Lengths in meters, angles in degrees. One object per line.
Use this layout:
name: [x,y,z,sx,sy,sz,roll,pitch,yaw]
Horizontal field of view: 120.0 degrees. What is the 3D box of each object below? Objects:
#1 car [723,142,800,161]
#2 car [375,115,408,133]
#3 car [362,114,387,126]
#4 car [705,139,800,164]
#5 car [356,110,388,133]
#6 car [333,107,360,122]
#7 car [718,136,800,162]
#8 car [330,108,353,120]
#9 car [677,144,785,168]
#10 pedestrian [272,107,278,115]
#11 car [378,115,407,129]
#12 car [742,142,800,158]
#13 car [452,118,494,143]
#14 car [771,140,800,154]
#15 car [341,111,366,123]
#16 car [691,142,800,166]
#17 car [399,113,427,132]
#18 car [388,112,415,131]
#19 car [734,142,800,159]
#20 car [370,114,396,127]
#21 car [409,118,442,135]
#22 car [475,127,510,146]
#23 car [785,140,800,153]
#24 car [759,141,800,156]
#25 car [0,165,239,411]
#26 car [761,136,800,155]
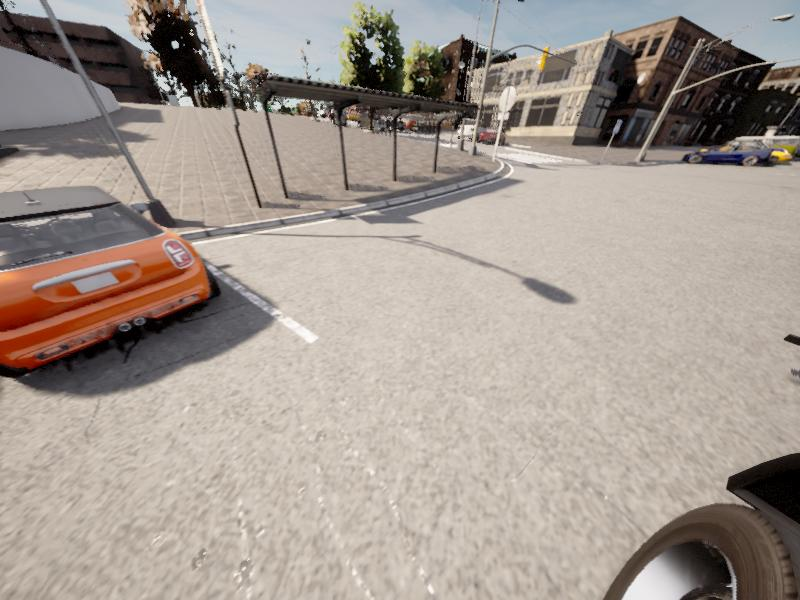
car: [38.054,-15.502,23.990,4.892,1.521,2.231,27,43,34]
car: [-1.285,-24.050,31.565,2.128,1.511,4.902,-20,45,-28]
car: [-4.661,-33.333,42.765,2.002,1.452,4.674,27,43,25]
car: [32.698,-13.970,21.624,4.553,1.767,2.185,26,42,33]
car: [-3.585,-22.462,29.015,1.932,1.855,4.605,-20,45,-29]
car: [-11.409,-40.210,50.039,2.435,2.045,5.566,27,43,24]
car: [35.472,-14.825,22.647,4.442,1.987,1.878,27,43,34]
car: [-13.150,-41.785,51.991,2.185,1.767,4.553,26,42,24]
car: [27.372,-12.248,19.486,4.792,1.488,2.163,26,43,33]
pedestrian: [-21.862,-33.034,40.369,0.500,1.100,0.500,-17,39,-25]
car: [-1.189,-30.105,39.101,1.946,1.575,5.366,28,43,25]
car: [43.427,-17.076,26.264,4.674,1.452,2.002,27,43,34]
car: [8.766,-20.180,27.552,2.435,2.045,5.566,28,43,25]
car: [54.263,-20.217,30.598,5.008,1.535,2.097,28,44,35]
car: [-9.606,-38.451,48.471,1.946,1.575,5.366,27,43,25]
car: [30.207,-12.952,20.401,5.366,1.575,1.946,26,42,33]
car: [2.004,-26.785,34.993,1.878,1.987,4.442,28,43,25]
car: [0.327,-28.462,36.878,1.878,1.987,4.442,28,43,25]
car: [40.738,-16.272,25.137,4.674,1.452,2.002,27,43,34]
car: [-2.971,-31.661,40.888,2.002,1.452,4.674,28,43,25]
car: [3.713,-24.988,33.329,2.231,1.521,4.892,28,43,25]
car: [10.404,-18.267,25.836,2.002,1.452,4.674,28,43,25]
car: [59.730,-21.706,32.684,5.008,1.535,2.097,29,45,36]
car: [48.828,-18.643,28.461,4.674,1.452,2.002,28,44,35]
car: [-5.086,-0.891,3.625,4.553,1.767,2.185,23,41,29]
car: [51.565,-19.649,29.368,5.566,2.045,2.435,28,44,35]
